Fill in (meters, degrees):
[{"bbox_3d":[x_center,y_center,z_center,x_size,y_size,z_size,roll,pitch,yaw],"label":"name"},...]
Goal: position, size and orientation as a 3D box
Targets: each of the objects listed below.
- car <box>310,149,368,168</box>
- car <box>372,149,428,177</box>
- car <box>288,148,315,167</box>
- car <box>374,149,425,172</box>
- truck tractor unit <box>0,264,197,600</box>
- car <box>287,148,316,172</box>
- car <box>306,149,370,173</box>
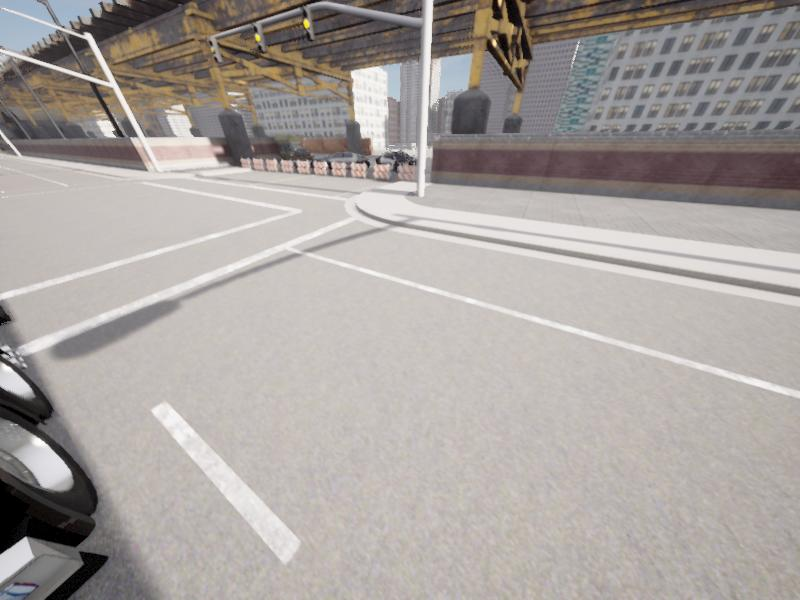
[{"bbox_3d":[-5.121,-12.210,19.916,4.536,1.218,1.853,-4,35,-5],"label":"car"},{"bbox_3d":[-0.131,-10.956,18.342,2.038,1.542,4.974,-19,39,-25],"label":"car"},{"bbox_3d":[-9.183,-13.529,21.850,1.853,1.218,4.536,-10,36,-13],"label":"car"},{"bbox_3d":[-0.159,-11.110,18.288,1.853,1.218,4.536,-19,39,-25],"label":"car"},{"bbox_3d":[-5.113,-0.297,0.781,6.516,4.208,3.053,18,39,24],"label":"truck tractor unit"},{"bbox_3d":[-9.167,-13.371,21.900,2.038,1.542,4.974,-10,36,-13],"label":"car"},{"bbox_3d":[-5.172,-12.077,20.002,4.974,1.542,2.038,-4,35,-5],"label":"car"}]
